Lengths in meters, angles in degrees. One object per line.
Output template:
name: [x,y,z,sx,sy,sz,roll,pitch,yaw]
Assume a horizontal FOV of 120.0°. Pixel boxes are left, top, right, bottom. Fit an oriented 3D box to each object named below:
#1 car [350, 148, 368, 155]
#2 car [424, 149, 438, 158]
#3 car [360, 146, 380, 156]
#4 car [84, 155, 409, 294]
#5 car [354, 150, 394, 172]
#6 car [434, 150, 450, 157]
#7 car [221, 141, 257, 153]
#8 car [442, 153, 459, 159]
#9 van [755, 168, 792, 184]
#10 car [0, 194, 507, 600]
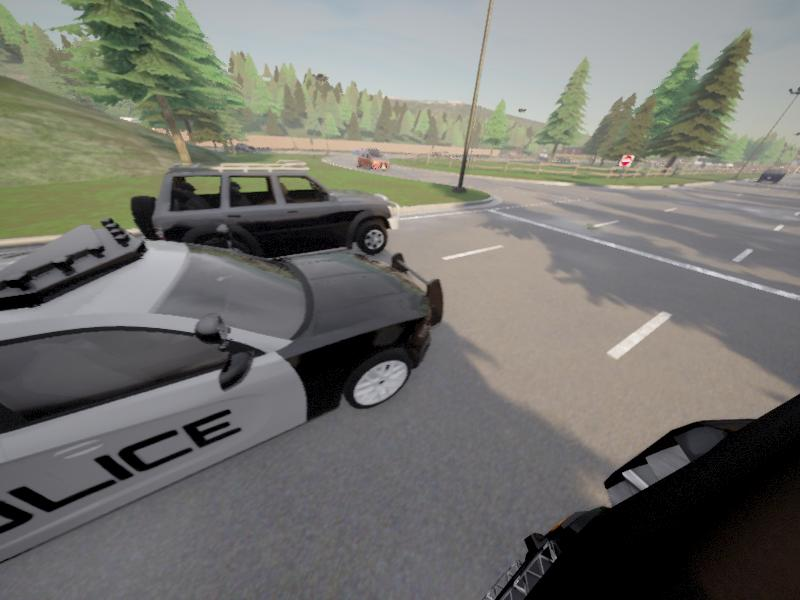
car: [-11.086,-40.374,62.726,4.514,1.525,2.007,-16,38,-26]
car: [9.368,-44.200,69.708,3.866,1.878,1.905,-16,38,-26]
car: [-7.490,-37.102,57.685,4.605,1.855,1.932,-16,38,-26]
car: [-2.325,-1.913,4.978,4.605,1.855,1.932,-16,38,-26]
car: [-2.892,-15.080,24.997,2.242,1.667,4.611,-18,39,-29]
car: [13.782,-47.715,75.349,4.605,1.855,1.932,-16,38,-26]
car: [-29.830,-28.326,42.924,5.238,1.638,1.930,-16,38,-26]
car: [14.452,-40.987,65.687,4.181,1.385,1.994,-16,38,-26]
van: [55.661,-18.529,34.448,4.442,1.987,1.775,-16,38,-26]
car: [-1.898,0.299,1.889,5.238,1.638,1.930,-16,38,-26]
